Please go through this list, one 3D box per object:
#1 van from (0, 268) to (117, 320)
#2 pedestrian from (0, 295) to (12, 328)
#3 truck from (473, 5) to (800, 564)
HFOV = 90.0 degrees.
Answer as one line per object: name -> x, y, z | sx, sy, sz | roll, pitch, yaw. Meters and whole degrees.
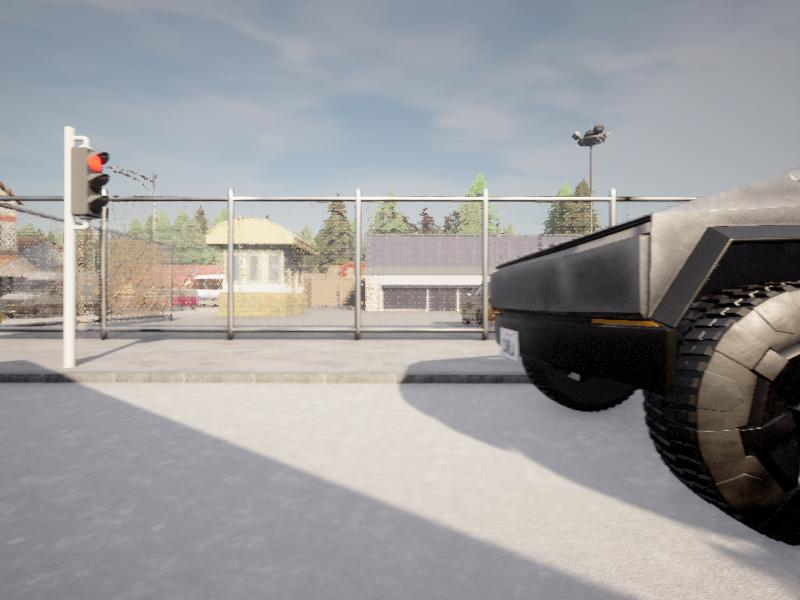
van -> -19.193, -0.307, 22.715 | 1.988, 2.561, 5.915 | 0, 0, 1
pedestrian -> -13.851, 0.396, 13.760 | 0.500, 1.100, 0.500 | 0, 0, 4
truck -> 3.845, -0.053, 2.687 | 6.274, 2.098, 2.390 | 0, 0, 0
